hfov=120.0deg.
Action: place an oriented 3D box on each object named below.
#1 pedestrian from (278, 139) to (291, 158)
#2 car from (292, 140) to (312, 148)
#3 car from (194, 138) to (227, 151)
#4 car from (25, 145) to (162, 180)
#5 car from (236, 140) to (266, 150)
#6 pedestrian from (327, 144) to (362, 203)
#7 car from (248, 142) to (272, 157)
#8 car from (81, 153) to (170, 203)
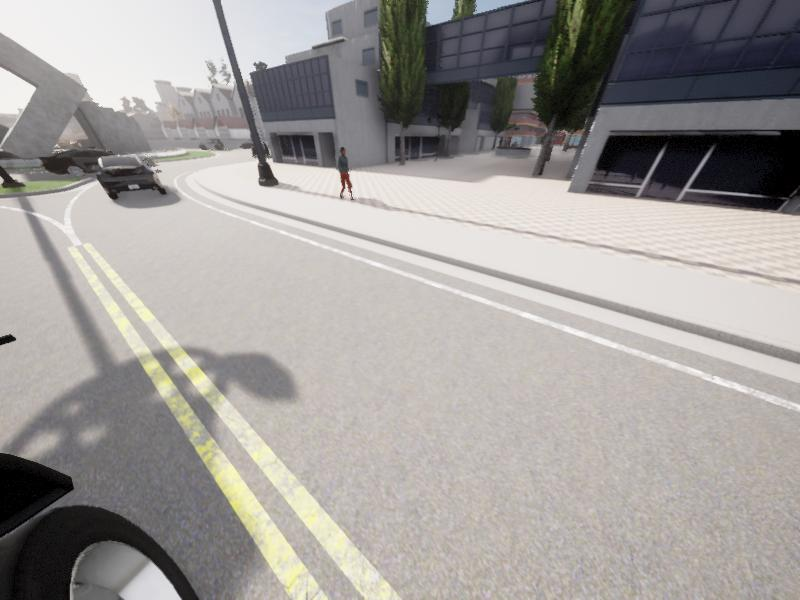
[{"bbox_3d":[-13.052,-17.186,26.210,0.751,1.860,0.751,-7,36,-10],"label":"pedestrian"},{"bbox_3d":[-22.960,-36.517,54.064,1.845,1.501,3.633,26,43,31],"label":"car"},{"bbox_3d":[-34.774,-28.637,42.520,3.866,1.878,1.905,-12,37,-17],"label":"car"},{"bbox_3d":[-20.484,-9.573,15.846,1.930,1.638,5.238,21,40,26],"label":"car"},{"bbox_3d":[-30.810,-32.090,47.739,4.611,1.667,2.242,-24,42,-30],"label":"car"},{"bbox_3d":[-2.063,-4.760,8.720,0.751,1.860,0.751,28,44,33],"label":"pedestrian"},{"bbox_3d":[-18.799,-20.320,31.168,1.789,1.549,3.705,-8,36,-13],"label":"car"},{"bbox_3d":[-12.628,-5.864,10.792,1.837,1.490,4.892,-29,44,-35],"label":"car"}]
